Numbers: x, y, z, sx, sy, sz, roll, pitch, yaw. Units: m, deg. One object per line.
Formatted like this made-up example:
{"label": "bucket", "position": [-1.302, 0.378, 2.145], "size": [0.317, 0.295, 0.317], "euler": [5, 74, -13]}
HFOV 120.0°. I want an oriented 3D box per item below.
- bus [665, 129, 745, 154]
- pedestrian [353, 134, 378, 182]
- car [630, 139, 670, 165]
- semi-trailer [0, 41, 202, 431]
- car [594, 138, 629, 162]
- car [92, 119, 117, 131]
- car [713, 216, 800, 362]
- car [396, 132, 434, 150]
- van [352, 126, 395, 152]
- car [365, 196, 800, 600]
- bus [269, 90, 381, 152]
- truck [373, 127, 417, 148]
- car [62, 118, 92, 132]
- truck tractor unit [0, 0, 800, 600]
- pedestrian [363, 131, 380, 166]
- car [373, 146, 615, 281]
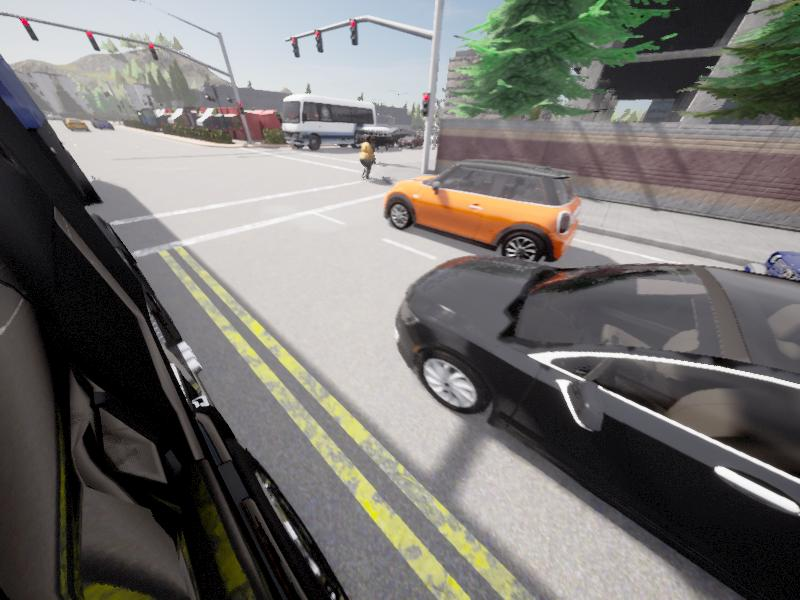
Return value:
{"label": "bus", "position": [71.003, -37.505, 54.482], "size": [10.273, 4.253, 3.944], "euler": [28, 44, 30]}
{"label": "pedestrian", "position": [-1.590, -6.682, 10.903], "size": [0.751, 1.860, 0.751], "euler": [32, 46, 33]}
{"label": "car", "position": [24.231, -14.466, 22.546], "size": [1.905, 1.878, 3.866], "euler": [28, 44, 30]}
{"label": "semi-trailer", "position": [-8.697, -3.606, 4.228], "size": [14.254, 4.402, 2.717], "euler": [28, 44, 30]}
{"label": "car", "position": [21.976, -15.659, 24.010], "size": [1.905, 1.878, 3.866], "euler": [28, 44, 30]}
{"label": "car", "position": [-51.761, -30.680, 40.447], "size": [4.193, 1.474, 1.816], "euler": [28, 44, 30]}
{"label": "car", "position": [7.095, 0.603, 2.173], "size": [4.718, 1.301, 1.895], "euler": [28, 44, 30]}
{"label": "car", "position": [1.965, -20.378, 29.600], "size": [2.152, 1.651, 5.027], "euler": [28, 43, 30]}
{"label": "van", "position": [-2.712, -17.328, 24.890], "size": [2.069, 2.038, 4.480], "euler": [24, 42, 26]}
{"label": "car", "position": [2.161, 0.641, 1.667], "size": [4.892, 1.490, 1.837], "euler": [28, 44, 30]}
{"label": "bus", "position": [-6.973, -18.351, 24.161], "size": [3.944, 4.253, 10.273], "euler": [28, 43, 30]}
{"label": "truck", "position": [-0.517, -22.124, 31.390], "size": [2.390, 2.098, 6.274], "euler": [28, 44, 30]}
{"label": "car", "position": [-49.210, -26.652, 35.151], "size": [5.008, 1.535, 1.882], "euler": [27, 43, 30]}
{"label": "truck tractor unit", "position": [-2.645, -0.295, 0.351], "size": [6.516, 4.208, 3.053], "euler": [28, 44, 30]}
{"label": "pedestrian", "position": [-1.850, -10.031, 15.297], "size": [0.751, 1.860, 0.751], "euler": [28, 43, 30]}
{"label": "car", "position": [1.741, -2.440, 5.516], "size": [4.553, 1.767, 2.097], "euler": [28, 44, 30]}
